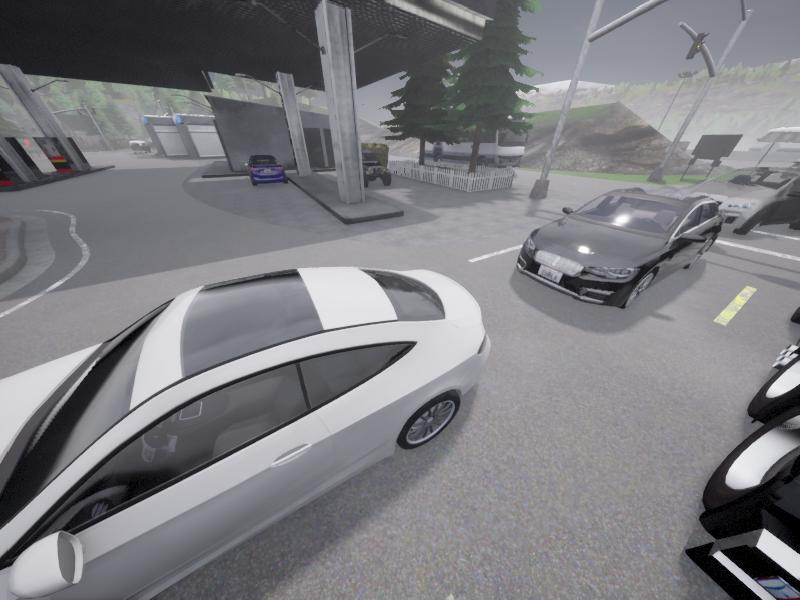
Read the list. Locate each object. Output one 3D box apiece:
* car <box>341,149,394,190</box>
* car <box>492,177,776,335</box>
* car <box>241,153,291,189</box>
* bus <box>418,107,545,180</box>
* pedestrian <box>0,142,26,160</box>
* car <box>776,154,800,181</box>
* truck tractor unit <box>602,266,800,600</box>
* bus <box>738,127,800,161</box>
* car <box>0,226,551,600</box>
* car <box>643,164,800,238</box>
[{"bbox_3d":[-2.172,-8.580,14.997,1.905,1.878,3.866,-18,39,-25],"label":"car"},{"bbox_3d":[4.568,-1.333,4.622,4.902,1.511,2.128,-18,39,-24],"label":"car"},{"bbox_3d":[-9.247,-8.986,15.820,2.242,1.667,4.611,-18,39,-25],"label":"car"},{"bbox_3d":[6.234,-13.980,20.727,3.944,4.253,10.273,-18,39,-24],"label":"bus"},{"bbox_3d":[-46.638,-17.925,27.783,0.751,1.860,0.751,-18,39,-24],"label":"pedestrian"},{"bbox_3d":[30.433,-9.772,16.911,4.974,1.542,2.038,-18,39,-24],"label":"car"},{"bbox_3d":[5.112,-0.300,0.778,6.516,4.208,3.053,-18,39,-24],"label":"truck tractor unit"},{"bbox_3d":[62.485,-24.136,35.723,3.944,4.253,10.273,-18,39,-24],"label":"bus"},{"bbox_3d":[-1.279,0.678,1.915,4.674,1.442,1.812,-18,38,-25],"label":"car"},{"bbox_3d":[11.303,-3.332,7.489,4.611,1.667,2.242,-7,35,-13],"label":"car"}]
